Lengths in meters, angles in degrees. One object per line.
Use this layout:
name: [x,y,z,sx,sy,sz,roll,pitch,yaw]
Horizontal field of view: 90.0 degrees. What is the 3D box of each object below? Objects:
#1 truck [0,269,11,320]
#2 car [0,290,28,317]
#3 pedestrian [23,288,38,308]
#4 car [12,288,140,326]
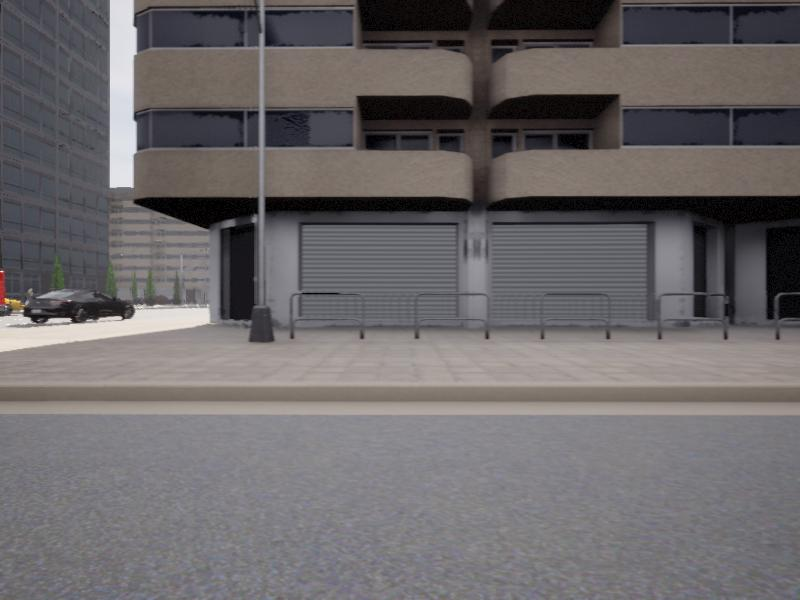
truck: [-20.810,-0.259,17.440,2.627,2.467,5.204,0,0,1]
car: [-24.218,0.183,22.369,1.801,1.575,5.366,0,0,1]
pedestrian: [-33.787,-0.173,36.576,0.751,1.860,0.751,0,0,2]
car: [-13.798,0.259,17.494,1.812,1.442,4.674,0,0,0]
